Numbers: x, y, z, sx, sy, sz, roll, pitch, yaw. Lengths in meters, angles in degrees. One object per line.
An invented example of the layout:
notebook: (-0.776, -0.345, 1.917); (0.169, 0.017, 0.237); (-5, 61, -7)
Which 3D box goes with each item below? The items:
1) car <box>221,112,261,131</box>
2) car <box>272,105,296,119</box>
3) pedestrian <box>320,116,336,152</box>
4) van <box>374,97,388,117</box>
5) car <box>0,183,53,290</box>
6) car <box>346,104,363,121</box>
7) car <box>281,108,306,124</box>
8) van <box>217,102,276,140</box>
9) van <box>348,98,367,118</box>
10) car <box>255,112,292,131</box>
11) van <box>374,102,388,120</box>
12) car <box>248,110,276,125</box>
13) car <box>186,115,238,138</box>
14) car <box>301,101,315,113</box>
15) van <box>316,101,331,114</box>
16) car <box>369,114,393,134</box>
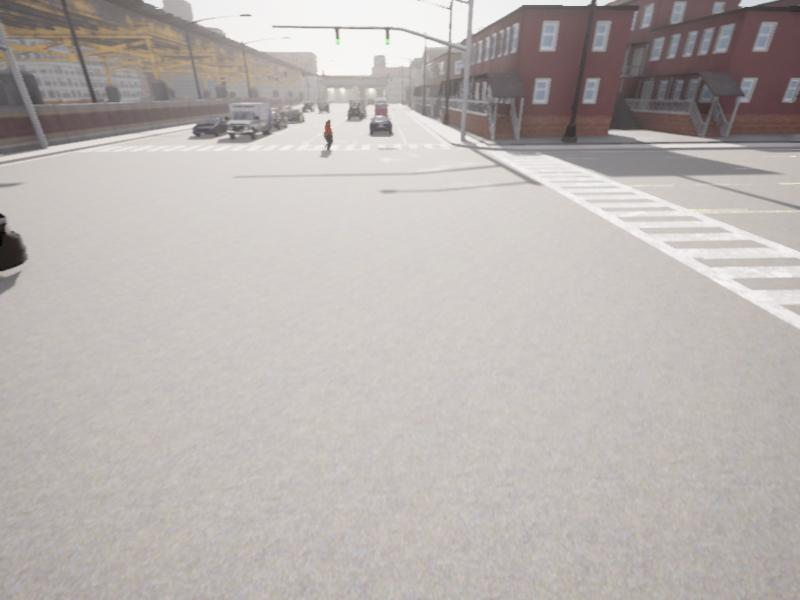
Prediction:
car: (-15.917, -18.095, 40.379); (2.033, 1.411, 5.357); (-1, 27, -2)
car: (-16.656, -27.094, 57.550); (2.242, 1.667, 4.611); (-1, 28, -2)
pedestrian: (-4.203, -9.732, 23.464); (0.751, 1.860, 0.751); (-2, 27, -3)
van: (-2.830, -29.601, 61.351); (1.988, 2.561, 5.915); (-1, 27, -2)
car: (-8.711, -0.374, 5.624); (1.930, 1.638, 5.238); (13, 30, 24)
car: (-5.965, -25.023, 53.213); (1.932, 1.855, 4.605); (-1, 27, -2)
car: (-12.754, -22.245, 48.304); (1.837, 1.490, 4.892); (-1, 27, -2)
van: (-12.076, -14.489, 32.210); (2.351, 2.431, 6.366); (-1, 27, -2)
van: (-6.269, -28.914, 60.173); (2.351, 2.431, 6.366); (-1, 27, -2)
car: (-12.376, -17.663, 39.507); (2.033, 1.411, 5.357); (-1, 27, -2)
van: (-2.566, -26.231, 55.401); (1.775, 1.987, 4.442); (-2, 27, -2)
car: (-16.216, -21.603, 47.222); (1.994, 1.385, 4.181); (-2, 27, -2)
car: (-15.628, -14.641, 33.669); (2.033, 1.411, 5.357); (-1, 27, -2)
car: (-17.454, -36.751, 76.085); (1.905, 1.878, 3.866); (-1, 27, -2)
van: (-13.793, -34.915, 72.375); (1.775, 1.987, 4.442); (-1, 28, -2)
car: (-1.676, -15.638, 35.500); (1.994, 1.385, 4.181); (-1, 27, -2)
